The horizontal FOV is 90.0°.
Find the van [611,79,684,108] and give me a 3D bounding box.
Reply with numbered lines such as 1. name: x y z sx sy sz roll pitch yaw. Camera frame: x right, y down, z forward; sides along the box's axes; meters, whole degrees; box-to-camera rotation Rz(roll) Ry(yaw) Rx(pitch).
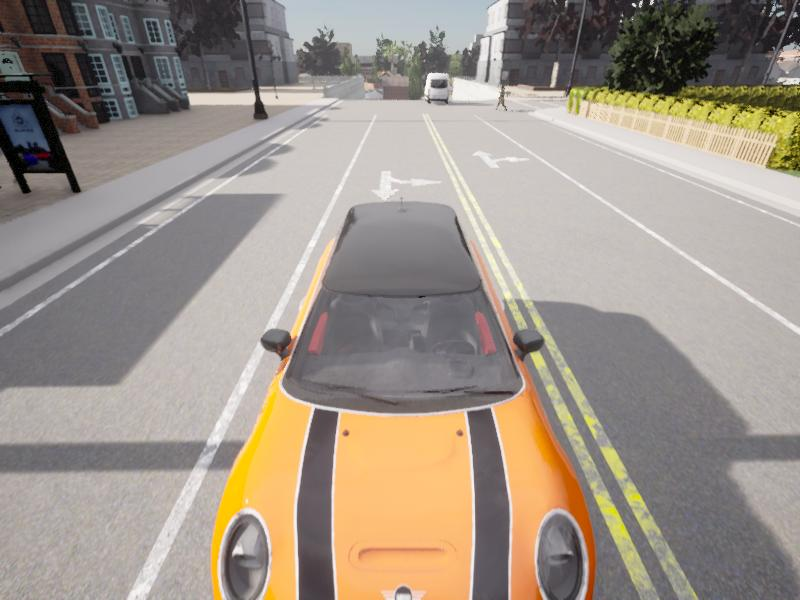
1. van: 20.988 -17.630 34.107 4.480 2.038 2.069 0 30 0

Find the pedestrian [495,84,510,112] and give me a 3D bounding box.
1. pedestrian: 7.645 -15.119 29.943 0.751 1.860 0.751 2 30 3

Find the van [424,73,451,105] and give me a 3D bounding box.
1. van: 3.590 -20.908 39.482 1.988 2.561 5.915 1 29 0

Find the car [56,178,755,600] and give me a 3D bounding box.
1. car: 0.018 0.355 3.612 2.097 1.767 4.553 0 30 0
